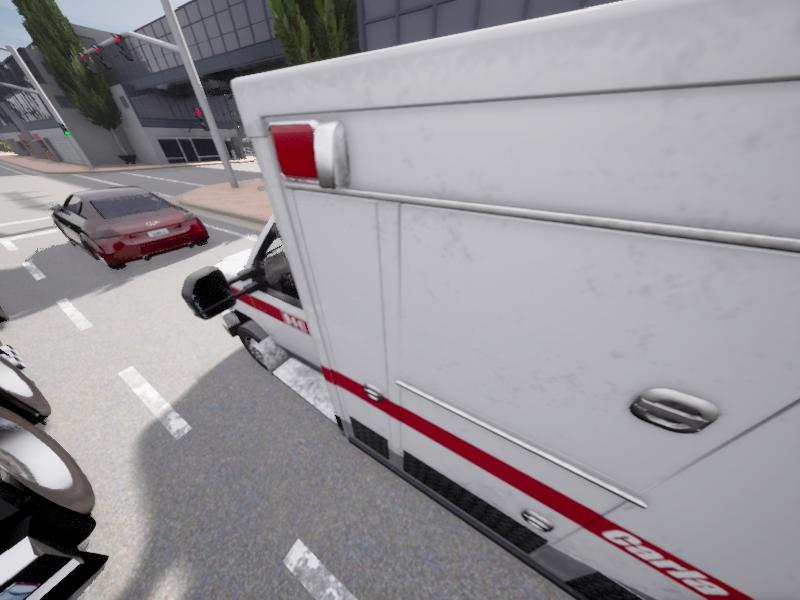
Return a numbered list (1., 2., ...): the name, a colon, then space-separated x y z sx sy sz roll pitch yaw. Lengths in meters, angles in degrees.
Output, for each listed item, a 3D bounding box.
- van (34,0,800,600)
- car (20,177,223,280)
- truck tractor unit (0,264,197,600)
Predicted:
1. van: 0.962 0.102 1.721 6.366 2.431 2.351 18 39 24
2. car: -6.937 -2.070 5.828 4.181 1.385 1.994 19 39 25
3. truck tractor unit: -5.109 -0.303 0.774 6.516 4.208 3.053 18 39 24
